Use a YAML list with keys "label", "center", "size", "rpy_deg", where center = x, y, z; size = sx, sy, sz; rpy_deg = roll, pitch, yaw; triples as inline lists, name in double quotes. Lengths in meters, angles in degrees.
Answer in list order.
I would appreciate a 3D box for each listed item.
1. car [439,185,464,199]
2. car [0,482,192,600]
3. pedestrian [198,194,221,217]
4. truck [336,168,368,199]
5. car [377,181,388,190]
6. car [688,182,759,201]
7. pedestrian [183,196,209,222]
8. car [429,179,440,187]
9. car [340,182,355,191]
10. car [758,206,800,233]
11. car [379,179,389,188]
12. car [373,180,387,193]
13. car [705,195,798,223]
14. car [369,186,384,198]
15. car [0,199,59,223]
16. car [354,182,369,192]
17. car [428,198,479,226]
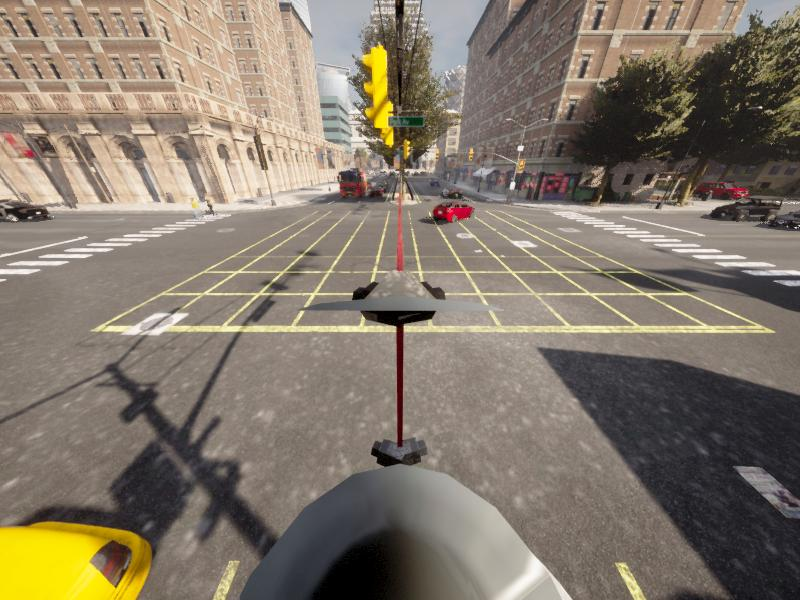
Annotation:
- label: "car"
  center: [7.557, -16.128, 34.407]
  size: [2.038, 1.542, 4.974]
  rpy_deg: [-4, 30, -7]
- label: "car"
  center: [-3.602, 3.641, 0.119]
  size: [1.801, 1.575, 5.366]
  rpy_deg: [2, 30, 4]
- label: "pedestrian"
  center: [-17.412, -8.695, 21.156]
  size: [0.751, 1.860, 0.751]
  rpy_deg: [2, 30, 3]
- label: "truck"
  center: [-7.080, -18.109, 35.546]
  size: [2.891, 3.827, 8.468]
  rpy_deg: [0, 30, 0]
- label: "car"
  center: [-3.540, -23.214, 46.736]
  size: [1.970, 1.475, 3.806]
  rpy_deg: [0, 30, 0]
- label: "car"
  center: [45.966, -15.687, 33.129]
  size: [2.150, 2.045, 5.566]
  rpy_deg: [1, 30, 2]
- label: "pedestrian"
  center: [-16.850, -7.505, 19.096]
  size: [0.751, 1.860, 0.751]
  rpy_deg: [-2, 30, -3]
- label: "car"
  center: [7.957, -27.029, 53.377]
  size: [1.812, 1.442, 4.674]
  rpy_deg: [0, 30, 0]
- label: "car"
  center: [-10.295, -22.354, 45.417]
  size: [1.895, 1.301, 4.718]
  rpy_deg: [0, 30, 0]
- label: "car"
  center: [29.824, -5.775, 16.512]
  size: [4.892, 1.490, 1.837]
  rpy_deg: [0, 30, 0]
- label: "car"
  center: [-3.527, -26.265, 51.891]
  size: [1.851, 1.617, 3.988]
  rpy_deg: [0, 30, 0]
- label: "car"
  center: [-3.558, -20.387, 41.522]
  size: [2.097, 1.767, 4.553]
  rpy_deg: [0, 30, 0]
- label: "car"
  center: [29.345, -7.705, 19.455]
  size: [3.866, 1.878, 1.905]
  rpy_deg: [0, 30, 2]
- label: "car"
  center: [-3.577, -16.711, 35.654]
  size: [1.895, 1.301, 4.718]
  rpy_deg: [0, 30, 0]
- label: "car"
  center: [-33.041, -7.501, 19.357]
  size: [5.238, 1.638, 1.930]
  rpy_deg: [0, 30, 0]
- label: "car"
  center: [-7.055, -20.928, 42.777]
  size: [1.970, 1.475, 3.806]
  rpy_deg: [0, 30, 0]
- label: "car"
  center: [4.586, -7.615, 19.669]
  size: [2.007, 1.525, 4.514]
  rpy_deg: [25, 38, 36]
